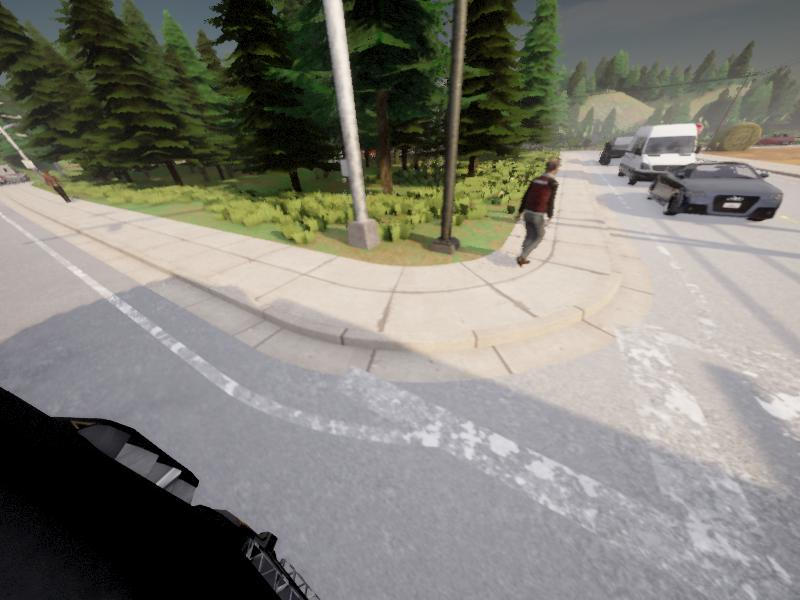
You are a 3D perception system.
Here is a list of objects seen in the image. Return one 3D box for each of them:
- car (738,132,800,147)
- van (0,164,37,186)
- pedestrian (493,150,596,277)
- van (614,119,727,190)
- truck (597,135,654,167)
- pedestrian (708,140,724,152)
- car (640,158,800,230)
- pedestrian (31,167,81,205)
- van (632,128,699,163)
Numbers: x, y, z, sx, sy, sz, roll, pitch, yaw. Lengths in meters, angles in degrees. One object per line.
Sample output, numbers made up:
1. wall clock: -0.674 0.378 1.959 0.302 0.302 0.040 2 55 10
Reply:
1. car: 51.020 -22.180 32.048 4.193 1.474 1.816 19 39 29
2. van: -57.783 -18.019 33.348 2.351 2.431 6.366 -16 36 -18
3. pedestrian: 2.349 -1.466 4.005 0.751 1.860 0.751 -14 35 -16
4. van: 13.768 -7.845 12.438 1.988 2.561 5.915 17 38 27
5. truck: 19.821 -13.394 20.727 2.390 2.098 6.274 17 38 27
6. pedestrian: 35.369 -17.216 25.851 0.500 1.100 0.500 2 34 7
7. car: 9.937 -3.674 7.510 1.994 1.385 4.181 17 38 27
8. pedestrian: -19.867 -6.585 13.389 0.751 1.860 0.751 18 39 28
9. van: 25.160 -14.914 22.306 2.351 2.431 6.366 17 38 27
